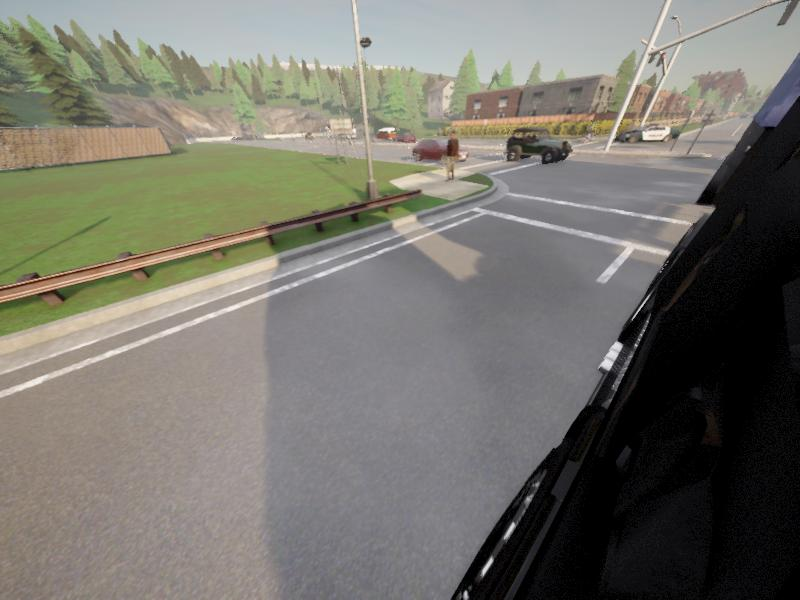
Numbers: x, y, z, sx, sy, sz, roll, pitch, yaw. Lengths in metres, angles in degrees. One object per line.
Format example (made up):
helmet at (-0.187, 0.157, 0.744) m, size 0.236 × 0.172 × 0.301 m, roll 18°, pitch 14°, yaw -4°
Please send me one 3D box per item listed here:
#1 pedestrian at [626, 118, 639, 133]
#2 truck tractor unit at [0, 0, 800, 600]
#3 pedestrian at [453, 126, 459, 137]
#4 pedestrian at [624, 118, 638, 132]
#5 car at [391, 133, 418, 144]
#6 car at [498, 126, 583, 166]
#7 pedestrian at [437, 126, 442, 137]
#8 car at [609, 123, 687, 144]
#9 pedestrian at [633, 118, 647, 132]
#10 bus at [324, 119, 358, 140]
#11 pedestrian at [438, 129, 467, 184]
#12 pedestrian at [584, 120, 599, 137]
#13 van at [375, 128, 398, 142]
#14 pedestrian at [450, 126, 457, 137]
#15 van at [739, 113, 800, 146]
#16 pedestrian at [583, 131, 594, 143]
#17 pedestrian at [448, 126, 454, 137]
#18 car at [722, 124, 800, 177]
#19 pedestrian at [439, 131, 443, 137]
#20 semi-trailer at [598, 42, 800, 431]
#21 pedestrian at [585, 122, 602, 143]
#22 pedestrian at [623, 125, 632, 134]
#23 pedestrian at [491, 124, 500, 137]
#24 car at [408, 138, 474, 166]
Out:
pedestrian at (38.199, -28.654, 37.909) m, size 0.751 × 1.860 × 0.751 m, roll -29°, pitch 44°, yaw -31°
truck tractor unit at (2.645, -0.295, 0.351) m, size 6.516 × 4.208 × 3.053 m, roll -28°, pitch 44°, yaw -30°
pedestrian at (11.313, -34.175, 46.806) m, size 0.751 × 1.860 × 0.751 m, roll -21°, pitch 40°, yaw -23°
pedestrian at (38.431, -29.104, 38.497) m, size 0.751 × 1.860 × 0.751 m, roll 7°, pitch 38°, yaw 12°
car at (0.714, -26.322, 37.619) m, size 1.994 × 1.385 × 4.181 m, roll -28°, pitch 43°, yaw -30°
car at (8.836, -9.993, 14.906) m, size 1.905 × 1.878 × 3.866 m, roll -28°, pitch 44°, yaw -30°
pedestrian at (8.513, -36.396, 49.932) m, size 0.751 × 1.860 × 0.751 m, roll 7°, pitch 38°, yaw 12°
car at (25.278, -17.081, 23.748) m, size 4.974 × 1.542 × 2.038 m, roll 3°, pitch 37°, yaw 7°
pedestrian at (39.428, -28.761, 37.982) m, size 0.751 × 1.860 × 0.751 m, roll -29°, pitch 44°, yaw -31°
bus at (-15.930, -45.587, 61.895) m, size 3.944 × 4.253 × 10.273 m, roll -28°, pitch 44°, yaw -30°
pedestrian at (2.180, -6.018, 9.702) m, size 0.751 × 1.860 × 0.751 m, roll 21°, pitch 43°, yaw 28°
pedestrian at (26.486, -23.693, 31.943) m, size 0.751 × 1.860 × 0.751 m, roll -28°, pitch 44°, yaw -30°
van at (-2.710, -32.383, 45.350) m, size 2.069 × 2.038 × 4.480 m, roll -28°, pitch 44°, yaw -30°
pedestrian at (10.933, -34.519, 47.287) m, size 0.751 × 1.860 × 0.751 m, roll -26°, pitch 43°, yaw -28°
van at (30.219, -14.027, 19.006) m, size 4.442 × 1.987 × 1.775 m, roll -28°, pitch 44°, yaw -30°
pedestrian at (20.785, -17.977, 25.517) m, size 0.500 × 1.100 × 0.500 m, roll -28°, pitch 44°, yaw -30°
pedestrian at (10.508, -34.499, 47.285) m, size 0.751 × 1.860 × 0.751 m, roll -19°, pitch 40°, yaw -21°
car at (17.572, -7.156, 10.847) m, size 5.027 × 1.651 × 2.152 m, roll -28°, pitch 44°, yaw -30°
pedestrian at (8.821, -35.528, 49.389) m, size 0.500 × 1.100 × 0.500 m, roll -17°, pitch 39°, yaw -19°
semi-trailer at (8.698, -3.590, 4.248) m, size 14.254 × 4.402 × 2.717 m, roll -28°, pitch 44°, yaw -30°
pedestrian at (21.559, -18.680, 25.780) m, size 0.751 × 1.860 × 0.751 m, roll -31°, pitch 45°, yaw -32°
pedestrian at (34.334, -25.771, 34.910) m, size 0.500 × 1.100 × 0.500 m, roll -28°, pitch 44°, yaw -30°
pedestrian at (17.059, -30.233, 41.215) m, size 0.751 × 1.860 × 0.751 m, roll -28°, pitch 44°, yaw -30°
car at (2.749, -10.746, 16.629) m, size 1.812 × 1.442 × 4.674 m, roll -27°, pitch 43°, yaw -29°
